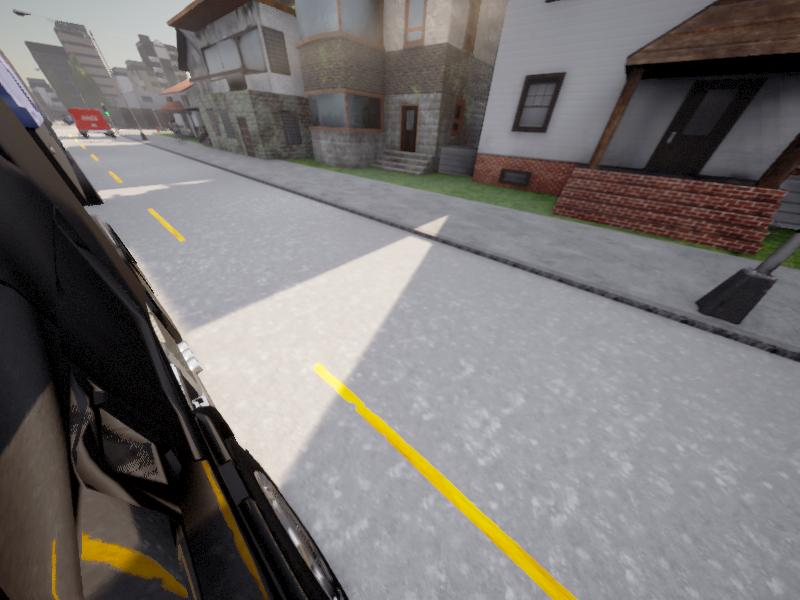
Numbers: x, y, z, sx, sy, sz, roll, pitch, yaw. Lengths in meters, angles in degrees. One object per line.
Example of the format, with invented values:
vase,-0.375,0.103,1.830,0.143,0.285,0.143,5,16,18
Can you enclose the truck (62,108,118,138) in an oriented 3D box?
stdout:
truck,-34.751,-19.848,25.921,5.204,2.467,2.627,27,43,29

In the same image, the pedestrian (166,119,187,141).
pedestrian,-23.240,-17.664,24.027,0.751,1.860,0.751,27,43,28

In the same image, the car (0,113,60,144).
car,-30.591,-14.259,19.195,3.866,1.878,1.905,29,44,29

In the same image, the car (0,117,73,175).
car,-17.338,-7.187,10.595,4.605,1.855,1.932,28,44,30

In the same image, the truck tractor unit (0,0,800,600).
truck tractor unit,-2.645,-0.295,0.351,6.516,4.208,3.053,28,44,30

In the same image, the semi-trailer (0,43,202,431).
semi-trailer,-8.699,-3.603,4.227,14.254,4.402,2.717,28,44,30
